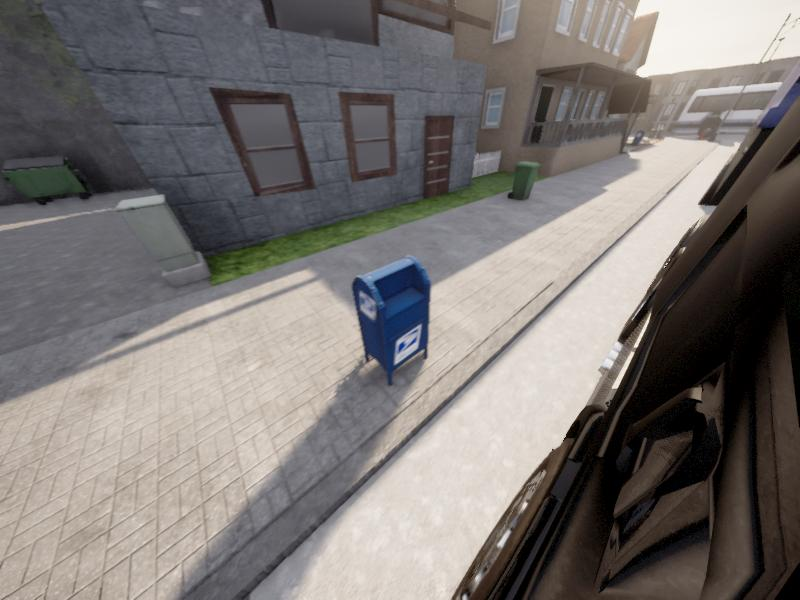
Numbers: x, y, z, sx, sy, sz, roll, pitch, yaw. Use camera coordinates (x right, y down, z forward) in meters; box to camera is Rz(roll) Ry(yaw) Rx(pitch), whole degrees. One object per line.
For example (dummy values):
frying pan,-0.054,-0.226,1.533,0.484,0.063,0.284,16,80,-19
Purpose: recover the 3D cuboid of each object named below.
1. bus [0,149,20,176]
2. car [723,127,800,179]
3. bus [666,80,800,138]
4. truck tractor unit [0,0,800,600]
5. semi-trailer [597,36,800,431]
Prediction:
bus,-37.962,-12.045,18.640,3.944,4.253,10.273,-28,44,-30
car,16.689,-6.690,10.294,4.514,1.525,2.007,-28,44,-30
bus,35.899,-19.214,23.586,3.944,4.253,10.273,-28,44,-30
truck tractor unit,2.645,-0.295,0.351,6.516,4.208,3.053,-28,44,-30
semi-trailer,8.722,-3.584,4.211,14.254,4.402,2.717,-28,43,-30
